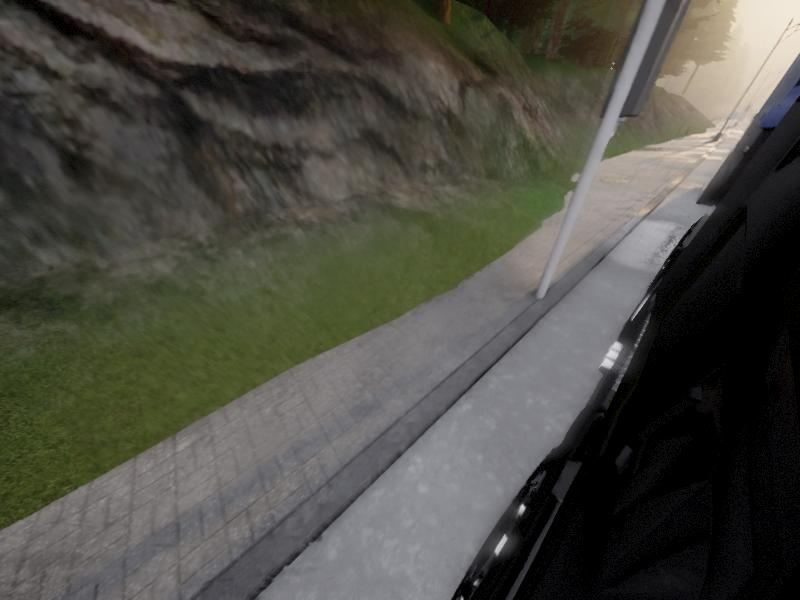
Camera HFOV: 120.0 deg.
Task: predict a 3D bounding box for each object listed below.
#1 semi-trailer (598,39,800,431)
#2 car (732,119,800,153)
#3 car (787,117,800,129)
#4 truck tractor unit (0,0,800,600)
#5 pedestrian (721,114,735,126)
[{"bbox_3d":[8.700,-3.596,4.237,14.254,4.402,2.717,-28,44,-30],"label":"semi-trailer"},{"bbox_3d":[25.474,-11.374,15.963,4.611,1.667,2.242,-28,44,-30],"label":"car"},{"bbox_3d":[58.911,-25.290,32.877,1.994,1.385,4.181,12,39,20],"label":"car"},{"bbox_3d":[2.645,-0.295,0.351,6.516,4.208,3.053,-28,44,-30],"label":"truck tractor unit"},{"bbox_3d":[64.266,-35.239,45.268,0.751,1.860,0.751,29,47,35],"label":"pedestrian"}]
